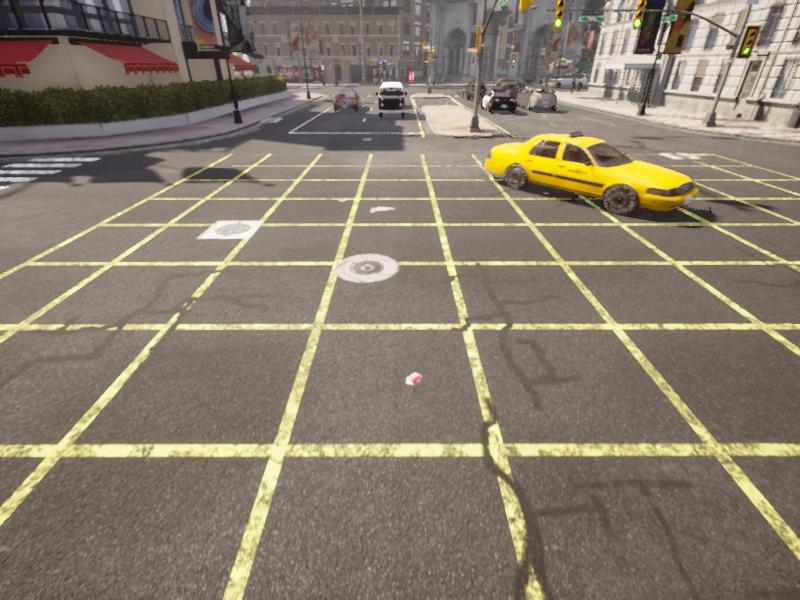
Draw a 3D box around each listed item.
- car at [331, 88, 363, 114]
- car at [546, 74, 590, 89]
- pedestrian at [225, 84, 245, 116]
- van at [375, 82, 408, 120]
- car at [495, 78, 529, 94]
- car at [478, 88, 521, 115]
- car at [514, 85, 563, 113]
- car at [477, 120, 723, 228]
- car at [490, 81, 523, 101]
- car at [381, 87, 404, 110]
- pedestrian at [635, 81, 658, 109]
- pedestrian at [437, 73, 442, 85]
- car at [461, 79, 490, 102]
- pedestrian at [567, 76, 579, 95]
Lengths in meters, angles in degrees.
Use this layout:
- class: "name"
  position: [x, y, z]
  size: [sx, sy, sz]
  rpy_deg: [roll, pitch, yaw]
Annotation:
- class: "car"
  position: [-4.061, -15.613, 31.270]
  size: [1.812, 1.442, 4.674]
  rpy_deg: [0, 31, 0]
- class: "car"
  position: [25.667, -33.468, 61.220]
  size: [5.566, 2.045, 2.150]
  rpy_deg: [0, 30, 0]
- class: "pedestrian"
  position: [-10.795, -13.118, 26.238]
  size: [0.751, 1.860, 0.751]
  rpy_deg: [-6, 31, -9]
- class: "van"
  position: [-0.559, -13.778, 27.540]
  size: [2.069, 2.038, 4.480]
  rpy_deg: [0, 30, 0]
- class: "car"
  position: [14.617, -27.886, 52.059]
  size: [2.033, 1.649, 4.856]
  rpy_deg: [25, 38, 35]
- class: "car"
  position: [7.439, -15.226, 30.525]
  size: [2.038, 1.542, 4.974]
  rpy_deg: [0, 30, 0]
- class: "car"
  position: [10.939, -16.200, 32.099]
  size: [2.152, 1.651, 5.027]
  rpy_deg: [0, 30, 0]
- class: "car"
  position: [4.733, -3.564, 10.531]
  size: [1.801, 1.575, 5.366]
  rpy_deg: [-22, 37, -33]
- class: "car"
  position: [10.992, -21.908, 41.812]
  size: [2.242, 1.667, 4.611]
  rpy_deg: [0, 30, 1]
- class: "car"
  position: [-0.560, -16.924, 33.512]
  size: [1.812, 1.442, 4.674]
  rpy_deg: [0, 30, 0]
- class: "pedestrian"
  position: [18.917, -15.716, 30.689]
  size: [0.751, 1.860, 0.751]
  rpy_deg: [-11, 32, -18]
- class: "pedestrian"
  position: [7.053, -39.397, 71.180]
  size: [0.751, 1.860, 0.751]
  rpy_deg: [4, 31, 7]
- class: "car"
  position: [7.446, -20.879, 39.843]
  size: [1.932, 1.855, 4.605]
  rpy_deg: [0, 30, 0]
- class: "pedestrian"
  position: [19.687, -24.412, 45.558]
  size: [0.751, 1.860, 0.751]
  rpy_deg: [1, 30, 1]
